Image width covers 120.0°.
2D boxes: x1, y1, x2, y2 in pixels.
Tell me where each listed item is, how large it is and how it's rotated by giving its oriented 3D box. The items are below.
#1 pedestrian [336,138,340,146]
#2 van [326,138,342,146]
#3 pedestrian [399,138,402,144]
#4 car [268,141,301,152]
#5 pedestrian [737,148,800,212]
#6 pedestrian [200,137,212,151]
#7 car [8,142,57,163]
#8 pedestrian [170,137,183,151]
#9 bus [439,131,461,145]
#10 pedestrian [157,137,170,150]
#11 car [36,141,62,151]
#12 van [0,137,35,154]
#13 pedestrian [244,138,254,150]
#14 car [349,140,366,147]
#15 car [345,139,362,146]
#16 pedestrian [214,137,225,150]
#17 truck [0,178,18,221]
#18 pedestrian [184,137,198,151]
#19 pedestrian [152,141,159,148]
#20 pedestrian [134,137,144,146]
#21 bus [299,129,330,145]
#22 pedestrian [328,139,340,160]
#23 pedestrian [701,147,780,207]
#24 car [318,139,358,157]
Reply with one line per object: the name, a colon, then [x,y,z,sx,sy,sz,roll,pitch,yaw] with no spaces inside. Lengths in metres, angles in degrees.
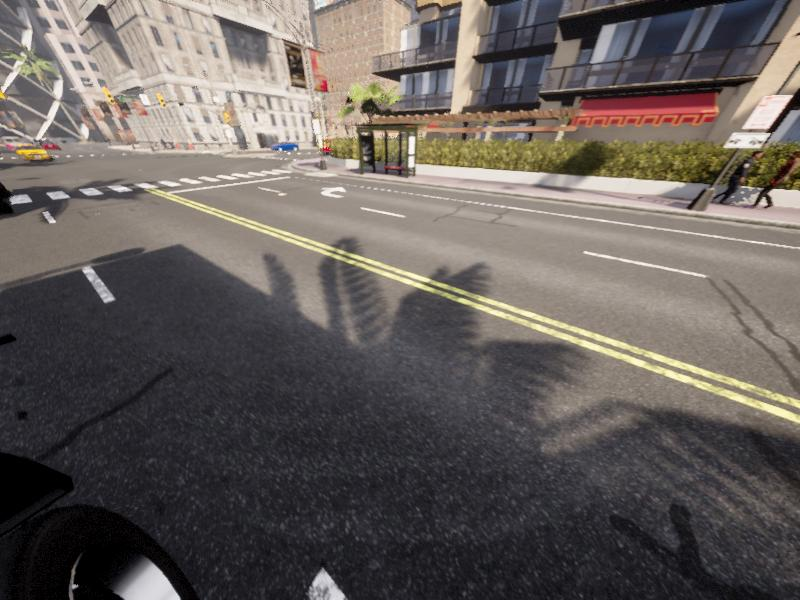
pedestrian: [-17.064,-43.573,63.663,0.751,1.860,0.751,11,37,15]
van: [-20.271,-48.732,71.107,4.480,2.038,2.069,21,40,27]
pedestrian: [0.302,-57.112,83.050,0.751,1.860,0.751,20,40,26]
car: [-20.780,-27.753,41.759,1.882,1.535,5.008,22,40,27]
pedestrian: [13.085,-4.142,8.000,0.751,1.860,0.751,-28,44,-34]
pedestrian: [-33.269,-26.749,39.624,0.751,1.860,0.751,23,41,28]
car: [-37.600,-15.101,23.598,5.366,1.575,1.801,21,40,27]
pedestrian: [-38.196,-26.627,39.401,0.751,1.860,0.751,23,41,29]
bus: [19.527,-62.801,89.540,3.944,4.253,10.273,22,40,27]
pedestrian: [-42.570,-28.185,41.568,0.751,1.860,0.751,20,39,25]
car: [-62.313,-27.403,40.995,4.181,1.385,1.994,23,41,29]
van: [-55.548,-22.455,33.503,4.442,1.987,1.775,22,41,28]
pedestrian: [-27.967,-28.891,42.717,0.751,1.860,0.751,16,38,20]
car: [-12.185,-45.366,66.853,4.514,1.525,2.007,21,40,27]
car: [-14.507,-48.816,71.600,4.611,1.667,2.242,20,40,26]
pedestrian: [-32.689,-28.323,41.863,0.751,1.860,0.751,22,40,27]
truck: [-15.831,-4.070,7.709,6.274,2.098,2.390,23,41,28]
pedestrian: [-33.977,-25.262,37.506,0.751,1.860,0.751,15,38,20]
pedestrian: [-49.219,-31.284,46.560,0.500,1.100,0.500,22,40,27]
pedestrian: [-63.553,-38.659,56.225,0.751,1.860,0.751,-22,41,-29]
bus: [-29.193,-55.664,78.932,10.273,4.253,3.944,22,40,27]
pedestrian: [-7.111,-16.287,25.036,0.751,1.860,0.751,5,35,7]
pedestrian: [12.514,-4.568,8.598,0.751,1.860,0.751,27,43,32]
car: [-8.936,-22.554,34.056,2.150,2.045,5.566,21,40,27]
